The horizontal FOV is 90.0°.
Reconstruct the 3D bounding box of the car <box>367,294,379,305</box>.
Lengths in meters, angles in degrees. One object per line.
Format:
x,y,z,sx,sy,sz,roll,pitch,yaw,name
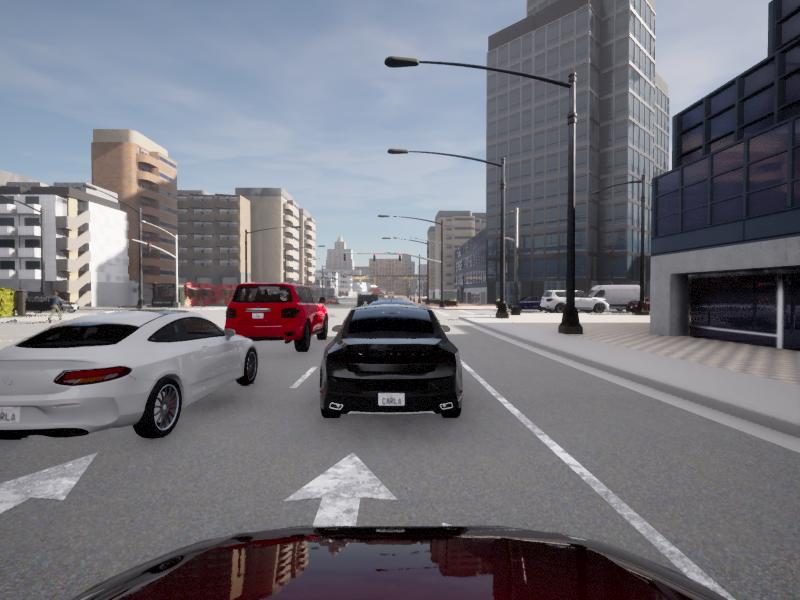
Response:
-5.277,-0.155,79.013,2.150,2.045,5.566,0,0,-1,car

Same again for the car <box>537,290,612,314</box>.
15.170,0.153,34.941,5.566,2.045,2.150,0,1,-1,car

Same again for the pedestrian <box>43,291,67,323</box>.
-20.419,0.397,23.718,0.751,1.860,0.751,0,1,-3,pedestrian

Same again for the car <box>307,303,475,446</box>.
-0.149,0.835,6.827,1.837,1.490,4.892,0,0,-1,car

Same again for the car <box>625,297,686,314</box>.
22.343,0.440,35.044,4.193,1.474,1.816,0,1,-1,car

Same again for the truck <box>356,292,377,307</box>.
-4.631,-0.101,56.788,2.390,2.098,6.274,-1,0,0,truck

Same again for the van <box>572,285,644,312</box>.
19.906,-0.155,38.479,5.915,2.561,1.988,0,1,-1,van

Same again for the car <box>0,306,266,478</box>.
-3.631,0.861,5.908,1.812,1.442,4.674,0,0,-1,car

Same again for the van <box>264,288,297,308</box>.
-15.145,-0.233,51.184,2.351,2.431,6.366,0,0,-1,van

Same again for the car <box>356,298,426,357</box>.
-0.289,0.737,13.310,1.882,1.535,5.008,0,1,-1,car

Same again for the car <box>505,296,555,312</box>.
12.427,0.376,38.379,4.193,1.474,1.816,0,1,-1,car

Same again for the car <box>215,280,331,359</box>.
-3.796,0.479,13.206,2.150,2.045,5.566,0,1,-1,car

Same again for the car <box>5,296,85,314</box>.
-30.277,0.413,34.256,4.902,1.511,2.128,0,1,-1,car
